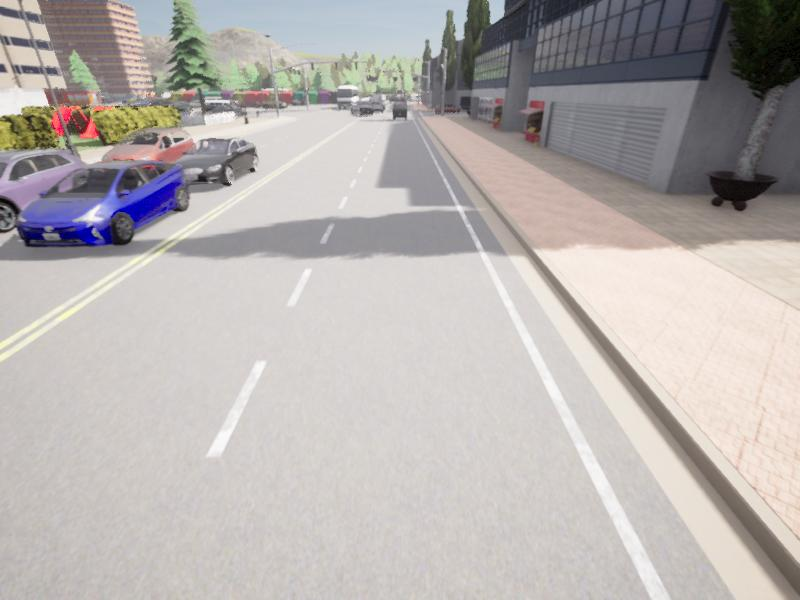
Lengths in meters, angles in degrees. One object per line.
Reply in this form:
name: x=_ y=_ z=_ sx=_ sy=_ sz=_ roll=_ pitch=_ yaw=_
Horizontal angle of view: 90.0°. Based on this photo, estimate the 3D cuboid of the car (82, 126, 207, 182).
car: x=-10.510 y=-6.342 z=17.033 sx=2.242 sy=1.667 sz=4.611 roll=0 pitch=27 yaw=0

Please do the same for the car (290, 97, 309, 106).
car: x=-24.979 y=-49.355 z=99.466 sx=3.866 sy=1.878 sz=1.905 roll=0 pitch=27 yaw=0

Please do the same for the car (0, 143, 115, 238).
car: x=-10.504 y=-3.083 z=10.799 sx=2.033 sy=1.649 sz=4.856 roll=0 pitch=27 yaw=0

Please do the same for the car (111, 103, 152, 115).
car: x=-45.071 y=-32.065 z=67.167 sx=5.027 sy=1.651 sz=2.152 roll=0 pitch=27 yaw=0

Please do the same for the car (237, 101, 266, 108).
car: x=-31.387 y=-41.348 z=84.574 sx=5.357 sy=1.415 sz=2.033 roll=0 pitch=27 yaw=0

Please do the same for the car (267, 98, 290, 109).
car: x=-24.948 y=-40.318 z=82.047 sx=3.866 sy=1.878 sz=1.905 roll=0 pitch=27 yaw=0

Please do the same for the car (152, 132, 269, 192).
car: x=-7.007 y=-5.496 z=15.556 sx=2.128 sy=1.511 sz=4.902 roll=0 pitch=27 yaw=0

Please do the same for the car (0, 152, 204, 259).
car: x=-7.004 y=-2.568 z=9.898 sx=2.007 sy=1.525 sz=4.514 roll=0 pitch=27 yaw=0

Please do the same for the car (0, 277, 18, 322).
car: x=-7.002 y=0.646 z=3.698 sx=2.038 sy=1.542 sz=4.974 roll=0 pitch=27 yaw=0

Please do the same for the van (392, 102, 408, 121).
van: x=0.032 y=-23.179 z=49.087 sx=1.775 sy=1.987 sz=4.442 roll=0 pitch=27 yaw=1

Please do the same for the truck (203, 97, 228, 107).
truck: x=-42.445 y=-45.610 z=92.134 sx=4.478 sy=2.038 sz=2.069 roll=0 pitch=27 yaw=0

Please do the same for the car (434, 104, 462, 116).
car: x=7.003 y=-27.870 z=58.548 sx=3.705 sy=1.549 sz=1.789 roll=0 pitch=27 yaw=0

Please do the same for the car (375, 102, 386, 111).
car: x=-3.720 y=-37.687 z=77.719 sx=1.970 sy=1.475 sz=3.806 roll=0 pitch=27 yaw=1

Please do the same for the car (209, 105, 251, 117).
car: x=-24.552 y=-27.353 z=57.858 sx=4.902 sy=1.511 sz=2.128 roll=0 pitch=27 yaw=0

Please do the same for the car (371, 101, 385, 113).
car: x=-3.720 y=-32.691 z=67.812 sx=2.033 sy=1.649 sz=4.856 roll=0 pitch=27 yaw=0

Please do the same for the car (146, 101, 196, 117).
car: x=-32.889 y=-27.586 z=57.707 sx=5.566 sy=2.045 sz=2.150 roll=0 pitch=27 yaw=0

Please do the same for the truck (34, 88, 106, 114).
truck: x=-54.710 y=-33.138 z=66.582 sx=8.468 sy=3.827 sz=2.891 roll=0 pitch=27 yaw=0

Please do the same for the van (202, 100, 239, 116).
van: x=-27.249 y=-29.217 z=60.825 sx=4.480 sy=2.038 sz=2.069 roll=0 pitch=27 yaw=0

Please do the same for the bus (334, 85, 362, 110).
bus: x=-10.509 y=-41.624 z=82.227 sx=3.944 sy=4.253 sz=10.273 roll=0 pitch=27 yaw=1

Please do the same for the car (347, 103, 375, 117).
car: x=-5.699 y=-27.763 z=58.329 sx=1.930 sy=1.638 sz=5.238 roll=-14 pitch=31 yaw=-26

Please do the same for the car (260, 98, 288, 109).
car: x=-25.003 y=-38.987 z=79.477 sx=4.605 sy=1.855 sz=1.932 roll=0 pitch=27 yaw=0
